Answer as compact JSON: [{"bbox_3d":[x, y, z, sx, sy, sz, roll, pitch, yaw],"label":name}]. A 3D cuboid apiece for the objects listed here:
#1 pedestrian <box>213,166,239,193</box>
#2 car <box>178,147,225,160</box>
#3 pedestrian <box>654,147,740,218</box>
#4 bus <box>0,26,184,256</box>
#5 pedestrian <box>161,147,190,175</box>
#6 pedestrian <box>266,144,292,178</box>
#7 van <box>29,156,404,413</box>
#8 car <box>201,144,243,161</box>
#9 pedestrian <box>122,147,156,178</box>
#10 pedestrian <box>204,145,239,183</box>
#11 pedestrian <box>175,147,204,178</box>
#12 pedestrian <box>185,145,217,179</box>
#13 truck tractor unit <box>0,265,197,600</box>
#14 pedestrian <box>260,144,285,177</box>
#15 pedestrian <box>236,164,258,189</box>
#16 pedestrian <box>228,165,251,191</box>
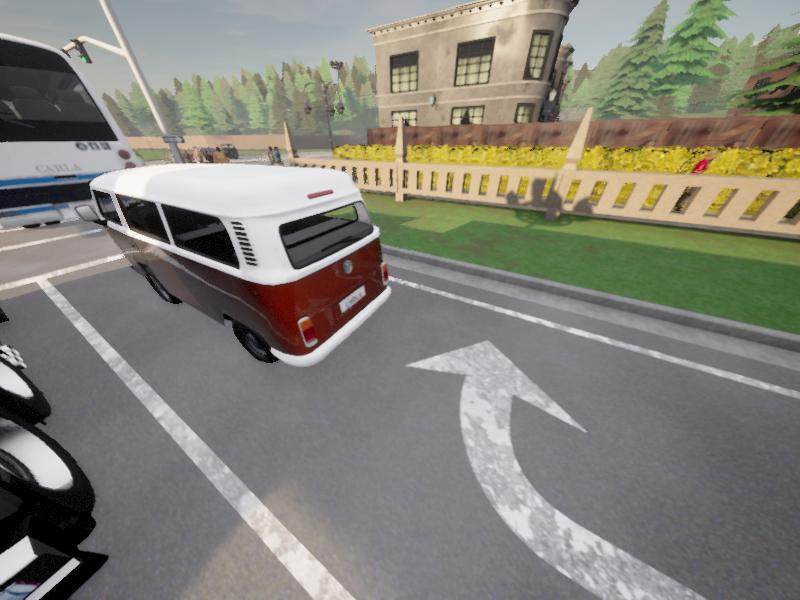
[{"bbox_3d":[-8.370,-5.824,11.160,0.500,1.100,0.500,-5,35,-7],"label":"pedestrian"},{"bbox_3d":[-28.748,-21.371,33.665,1.812,1.442,4.674,18,39,25],"label":"car"},{"bbox_3d":[9.154,-3.666,7.252,0.751,1.860,0.751,19,39,26],"label":"pedestrian"},{"bbox_3d":[-12.820,-5.364,8.090,10.273,4.253,3.944,23,41,30],"label":"bus"},{"bbox_3d":[-17.935,-11.145,18.505,0.751,1.860,0.751,15,38,20],"label":"pedestrian"},{"bbox_3d":[-8.059,-9.271,15.444,0.751,1.860,0.751,11,36,15],"label":"pedestrian"},{"bbox_3d":[-2.405,-0.829,3.424,4.480,2.038,2.069,18,39,24],"label":"van"},{"bbox_3d":[-25.183,-21.087,32.837,1.905,1.878,3.866,18,39,25],"label":"car"},{"bbox_3d":[-19.264,-10.164,17.083,0.751,1.860,0.751,18,39,25],"label":"pedestrian"},{"bbox_3d":[-10.459,-8.013,13.596,0.751,1.860,0.751,19,39,26],"label":"pedestrian"},{"bbox_3d":[-15.270,-9.971,16.775,0.751,1.860,0.751,23,41,30],"label":"pedestrian"},{"bbox_3d":[-13.001,-9.052,15.129,0.751,1.860,0.751,22,40,28],"label":"pedestrian"},{"bbox_3d":[-5.112,-0.300,0.775,6.516,4.208,3.053,18,39,24],"label":"truck tractor unit"},{"bbox_3d":[-8.680,-9.518,15.803,0.751,1.860,0.751,12,37,17],"label":"pedestrian"},{"bbox_3d":[-7.976,-6.467,12.081,0.500,1.100,0.500,-2,35,-3],"label":"pedestrian"},{"bbox_3d":[-8.036,-6.121,11.584,0.500,1.100,0.500,23,41,30],"label":"pedestrian"}]
